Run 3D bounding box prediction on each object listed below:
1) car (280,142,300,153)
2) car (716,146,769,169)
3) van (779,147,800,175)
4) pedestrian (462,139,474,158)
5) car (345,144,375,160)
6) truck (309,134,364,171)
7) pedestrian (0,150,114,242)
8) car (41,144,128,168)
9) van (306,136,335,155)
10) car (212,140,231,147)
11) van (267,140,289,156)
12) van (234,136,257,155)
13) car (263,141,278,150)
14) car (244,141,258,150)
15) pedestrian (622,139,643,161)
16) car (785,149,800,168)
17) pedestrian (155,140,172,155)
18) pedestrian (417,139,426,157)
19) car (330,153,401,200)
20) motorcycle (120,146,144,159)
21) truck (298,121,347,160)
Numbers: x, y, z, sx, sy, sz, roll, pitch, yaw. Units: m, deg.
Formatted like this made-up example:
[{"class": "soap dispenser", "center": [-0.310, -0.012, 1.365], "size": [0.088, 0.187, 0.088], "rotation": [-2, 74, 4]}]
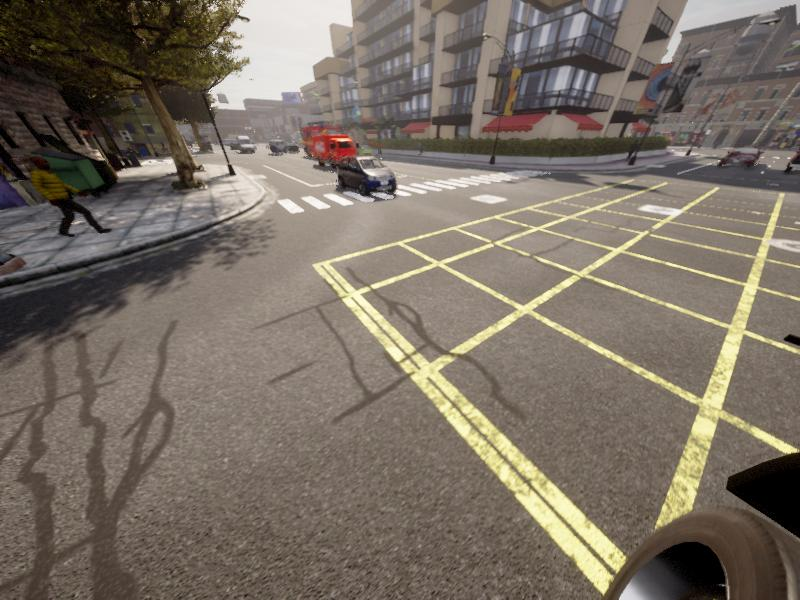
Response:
[{"class": "car", "center": [-20.353, -28.231, 42.689], "size": [1.930, 1.638, 5.238], "rotation": [-22, 41, -28]}, {"class": "car", "center": [29.990, -12.554, 20.241], "size": [4.674, 1.442, 1.812], "rotation": [-22, 41, -28]}, {"class": "van", "center": [29.842, -10.271, 16.485], "size": [4.480, 2.038, 2.069], "rotation": [-22, 41, -28]}, {"class": "pedestrian", "center": [8.223, -18.285, 27.868], "size": [0.751, 1.860, 0.751], "rotation": [-24, 42, -30]}, {"class": "car", "center": [-5.295, -19.508, 30.300], "size": [2.007, 1.525, 4.514], "rotation": [-22, 41, -28]}, {"class": "truck", "center": [-5.782, -13.312, 20.712], "size": [2.627, 2.467, 5.204], "rotation": [-22, 40, -28]}, {"class": "pedestrian", "center": [-8.180, -2.483, 5.573], "size": [0.751, 1.860, 0.751], "rotation": [-23, 41, -29]}, {"class": "car", "center": [-31.225, -14.500, 23.158], "size": [4.553, 1.767, 2.097], "rotation": [-21, 40, -27]}, {"class": "van", "center": [-13.742, -26.685, 39.763], "size": [2.351, 2.431, 6.366], "rotation": [-22, 41, -28]}, {"class": "car", "center": [-59.947, -52.596, 77.547], "size": [4.856, 1.649, 2.033], "rotation": [-22, 41, -28]}, {"class": "van", "center": [-19.145, -23.919, 36.260], "size": [1.775, 1.987, 4.442], "rotation": [-22, 41, -28]}, {"class": "van", "center": [-26.822, -26.888, 40.055], "size": [1.988, 2.561, 5.915], "rotation": [-22, 40, -28]}, {"class": "car", "center": [-30.558, -36.435, 54.490], "size": [1.801, 1.575, 5.366], "rotation": [-22, 41, -28]}, {"class": "car", "center": [-36.091, -37.413, 55.931], "size": [1.851, 1.617, 3.988], "rotation": [-22, 41, -28]}, {"class": "pedestrian", "center": [23.198, -14.981, 23.068], "size": [0.751, 1.860, 0.751], "rotation": [25, 43, 32]}, {"class": "car", "center": [35.134, -12.189, 19.685], "size": [4.674, 1.442, 1.812], "rotation": [-22, 41, -28]}, {"class": "pedestrian", "center": [-35.497, -22.840, 34.658], "size": [0.751, 1.860, 0.751], "rotation": [3, 35, 4]}, {"class": "pedestrian", "center": [2.672, -19.213, 29.225], "size": [0.751, 1.860, 0.751], "rotation": [-22, 40, -27]}, {"class": "car", "center": [-1.743, -6.200, 11.374], "size": [1.789, 1.549, 3.705], "rotation": [-22, 40, -28]}, {"class": "motorcycle", "center": [-35.487, -19.587, 30.624], "size": [2.356, 1.277, 0.764], "rotation": [15, 48, 20]}, {"class": "truck", "center": [-10.352, -21.050, 30.531], "size": [2.891, 3.827, 8.468], "rotation": [-22, 41, -28]}]
